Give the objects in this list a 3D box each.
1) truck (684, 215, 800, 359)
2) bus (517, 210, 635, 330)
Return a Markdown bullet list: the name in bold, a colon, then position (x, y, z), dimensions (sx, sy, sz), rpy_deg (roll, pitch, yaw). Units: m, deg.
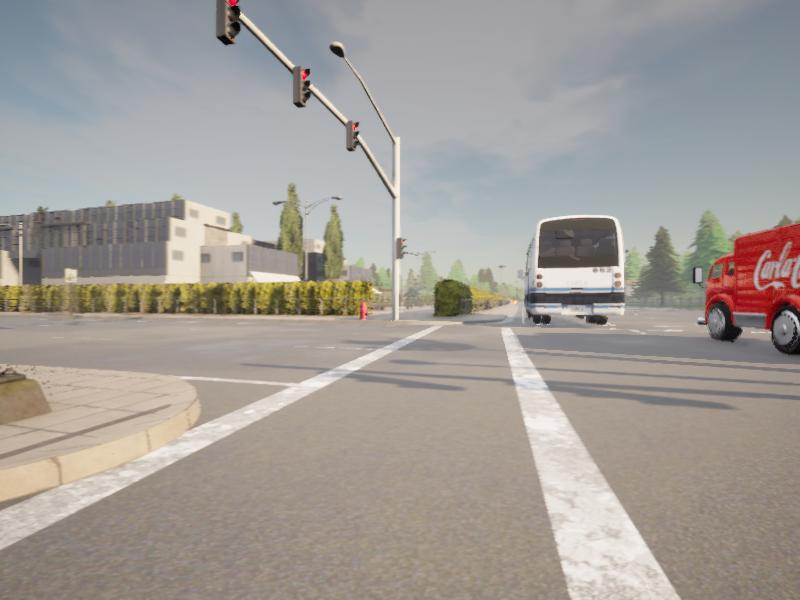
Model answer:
- **truck**: position (8.498, -0.219, 8.181), dimensions (2.627, 2.467, 5.204), rpy_deg (0, 0, 13)
- **bus**: position (7.828, -1.088, 19.614), dimensions (3.944, 4.253, 10.273), rpy_deg (0, 0, 16)
